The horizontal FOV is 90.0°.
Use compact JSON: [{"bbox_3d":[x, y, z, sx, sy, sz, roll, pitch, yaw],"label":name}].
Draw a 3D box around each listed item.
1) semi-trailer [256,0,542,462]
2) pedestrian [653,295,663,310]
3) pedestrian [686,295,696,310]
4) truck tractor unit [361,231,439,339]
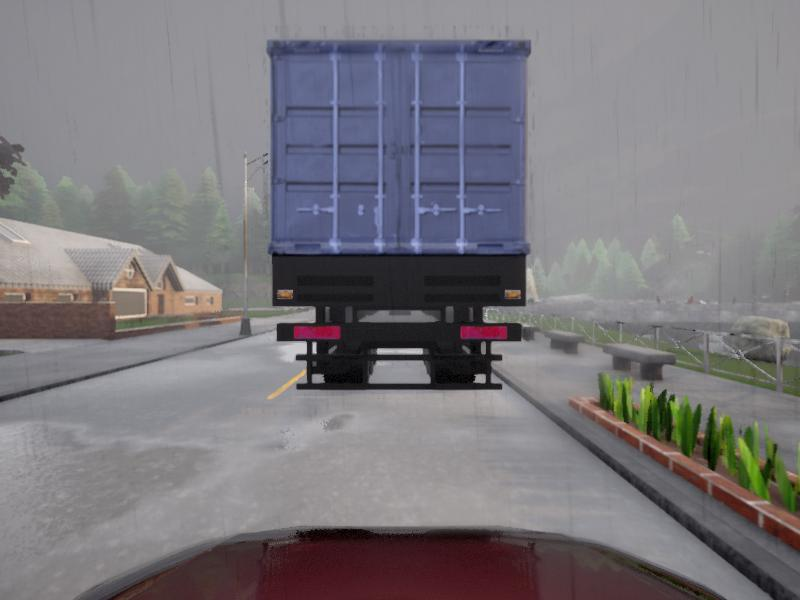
[{"bbox_3d":[-0.003,-0.672,10.929,2.717,4.402,14.254,0,0,0],"label":"semi-trailer"},{"bbox_3d":[32.082,0.300,49.830,0.751,1.860,0.751,0,0,-2],"label":"pedestrian"},{"bbox_3d":[36.634,0.297,50.332,0.751,1.860,0.751,0,0,8],"label":"pedestrian"},{"bbox_3d":[-0.002,-0.587,18.851,3.053,4.208,6.516,0,0,0],"label":"truck tractor unit"}]
